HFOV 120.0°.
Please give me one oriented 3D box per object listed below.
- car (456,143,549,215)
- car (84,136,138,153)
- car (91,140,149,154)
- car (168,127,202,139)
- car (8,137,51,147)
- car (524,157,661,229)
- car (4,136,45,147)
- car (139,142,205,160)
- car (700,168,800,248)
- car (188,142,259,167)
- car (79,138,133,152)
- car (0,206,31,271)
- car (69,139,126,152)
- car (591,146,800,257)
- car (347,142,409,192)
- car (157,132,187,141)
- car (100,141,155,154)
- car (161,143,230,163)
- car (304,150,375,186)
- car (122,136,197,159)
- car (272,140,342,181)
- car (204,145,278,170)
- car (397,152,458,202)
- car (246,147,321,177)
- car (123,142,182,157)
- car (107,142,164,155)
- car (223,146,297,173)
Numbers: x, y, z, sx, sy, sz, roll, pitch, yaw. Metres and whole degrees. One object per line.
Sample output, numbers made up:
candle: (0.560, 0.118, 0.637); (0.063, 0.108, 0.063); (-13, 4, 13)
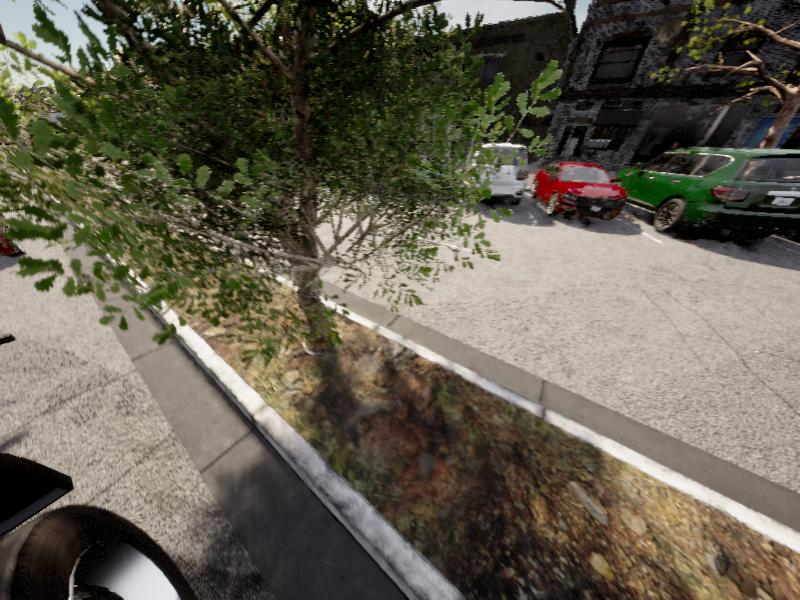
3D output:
car: (3.989, -5.513, 9.949); (2.435, 2.045, 5.566); (9, 35, 12)
car: (-43.964, -23.797, 35.336); (1.878, 1.987, 4.442); (7, 35, 8)
car: (-41.341, -22.782, 34.324); (2.231, 1.521, 4.892); (7, 35, 8)
car: (-51.977, -40.429, 55.953); (5.566, 2.045, 2.435); (3, 41, 3)
car: (-85.359, -36.495, 53.394); (2.185, 1.767, 4.553); (3, 35, 4)
car: (6.444, -4.283, 8.669); (2.097, 1.535, 5.008); (10, 36, 12)
car: (-88.091, -37.278, 54.290); (1.878, 1.987, 4.442); (3, 35, 3)
car: (-25.908, -17.214, 26.615); (2.097, 1.535, 5.008); (8, 35, 10)
car: (11.355, -2.222, 5.856); (2.163, 1.488, 4.792); (10, 36, 12)
car: (-15.829, -13.415, 21.134); (2.185, 1.767, 4.553); (8, 35, 11)
car: (-46.554, -24.685, 36.740); (2.185, 1.767, 4.553); (6, 35, 7)
car: (-10.144, -1.563, 4.822); (4.181, 1.385, 1.994); (22, 41, 28)
car: (-49.215, -25.341, 37.848); (1.946, 1.575, 5.366); (6, 35, 7)
car: (8.906, -3.495, 7.146); (2.435, 2.045, 5.566); (9, 35, 12)
car: (-0.961, -7.431, 12.652); (1.878, 1.987, 4.442); (10, 35, 12)
car: (-53.249, -38.398, 54.070); (4.674, 1.452, 2.002); (3, 41, 3)
car: (-38.755, -21.839, 33.085); (2.002, 1.452, 4.674); (6, 35, 9)
car: (-20.851, -15.284, 23.939); (2.097, 1.535, 5.008); (8, 35, 10)
car: (-3.400, -8.312, 14.318); (2.163, 1.488, 4.792); (9, 35, 12)
car: (-28.459, -18.352, 27.760); (2.435, 2.045, 5.566); (8, 35, 9)
car: (-5.897, -9.449, 15.455); (1.878, 1.987, 4.442); (9, 35, 12)
car: (-13.324, -12.326, 19.840); (2.231, 1.521, 4.892); (9, 35, 11)
car: (1.526, -6.301, 11.473); (2.097, 1.535, 5.008); (10, 36, 12)
car: (-8.306, -10.438, 17.222); (1.946, 1.575, 5.366); (9, 35, 12)
car: (-31.025, -19.070, 29.252); (2.002, 1.452, 4.674); (7, 35, 9)
car: (-36.162, -20.927, 31.823); (2.002, 1.452, 4.674); (7, 35, 8)
car: (-10.821, -11.339, 18.470); (2.097, 1.535, 5.008); (9, 35, 11)
